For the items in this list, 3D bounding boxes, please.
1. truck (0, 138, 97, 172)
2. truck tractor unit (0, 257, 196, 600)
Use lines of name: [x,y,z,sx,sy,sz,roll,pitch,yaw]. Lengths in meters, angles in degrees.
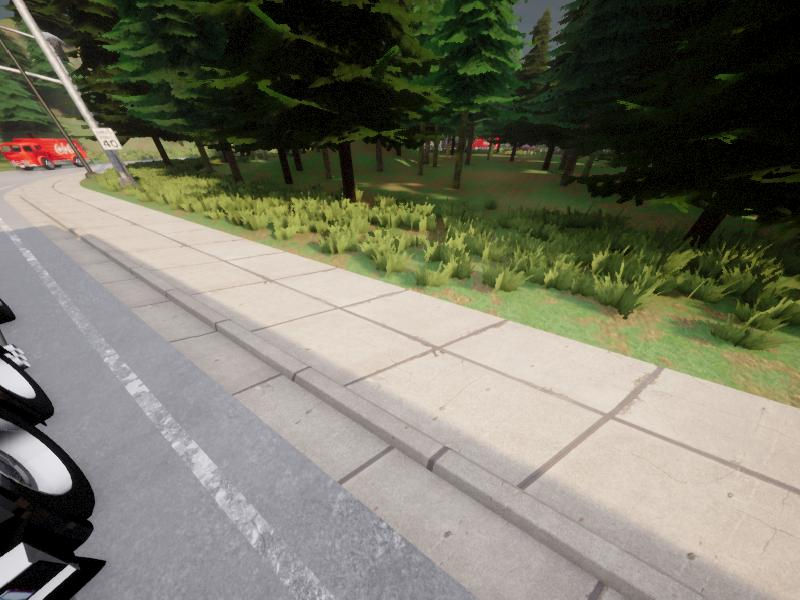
truck: [-34.074,-14.065,22.266,2.627,2.467,5.204,-5,35,-6]
truck tractor unit: [-5.099,-0.312,0.797,6.516,4.208,3.053,19,39,25]
